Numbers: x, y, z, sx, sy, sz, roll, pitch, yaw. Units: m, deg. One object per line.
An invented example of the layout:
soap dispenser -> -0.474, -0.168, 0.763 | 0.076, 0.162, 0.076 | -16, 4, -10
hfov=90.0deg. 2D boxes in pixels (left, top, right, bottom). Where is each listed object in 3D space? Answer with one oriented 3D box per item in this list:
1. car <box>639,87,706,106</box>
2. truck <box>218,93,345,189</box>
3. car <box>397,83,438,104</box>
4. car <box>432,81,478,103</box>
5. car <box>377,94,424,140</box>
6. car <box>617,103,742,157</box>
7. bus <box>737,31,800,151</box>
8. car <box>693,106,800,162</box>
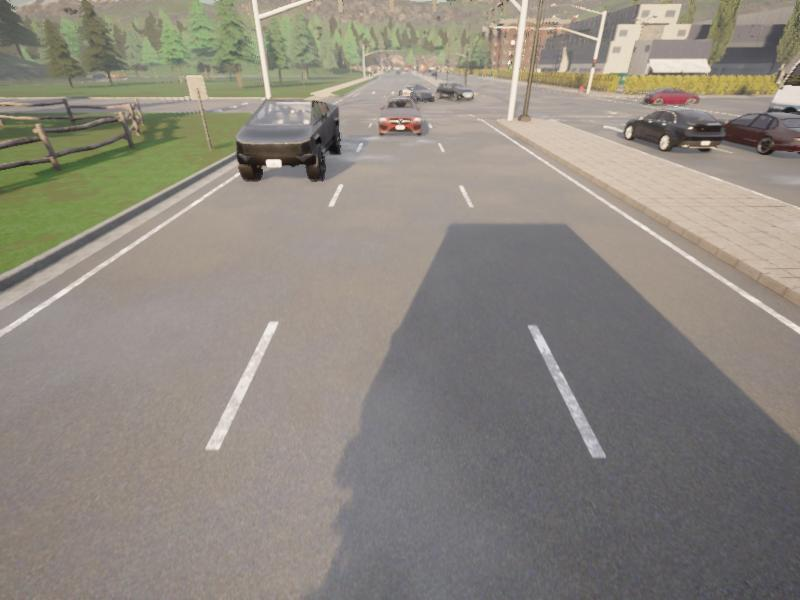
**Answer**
car -> 23.738, -17.782, 34.949 | 4.181, 1.385, 1.994 | 2, 30, 3
truck -> -3.478, -5.627, 13.521 | 2.390, 2.098, 6.274 | 0, 30, 0
car -> 1.584, -19.885, 38.413 | 2.038, 1.542, 4.974 | -11, 32, -20
car -> 5.368, -20.799, 39.872 | 2.033, 1.649, 4.856 | -15, 33, -24
car -> 0.015, -9.604, 20.775 | 2.152, 1.651, 5.027 | 0, 30, 0
car -> 11.518, -7.350, 17.037 | 1.837, 1.490, 4.892 | 0, 30, 0
bus -> 18.399, -7.153, 13.963 | 3.944, 4.253, 10.273 | 0, 30, 0
car -> 15.020, -6.966, 16.475 | 2.033, 1.411, 5.357 | 0, 30, 0
